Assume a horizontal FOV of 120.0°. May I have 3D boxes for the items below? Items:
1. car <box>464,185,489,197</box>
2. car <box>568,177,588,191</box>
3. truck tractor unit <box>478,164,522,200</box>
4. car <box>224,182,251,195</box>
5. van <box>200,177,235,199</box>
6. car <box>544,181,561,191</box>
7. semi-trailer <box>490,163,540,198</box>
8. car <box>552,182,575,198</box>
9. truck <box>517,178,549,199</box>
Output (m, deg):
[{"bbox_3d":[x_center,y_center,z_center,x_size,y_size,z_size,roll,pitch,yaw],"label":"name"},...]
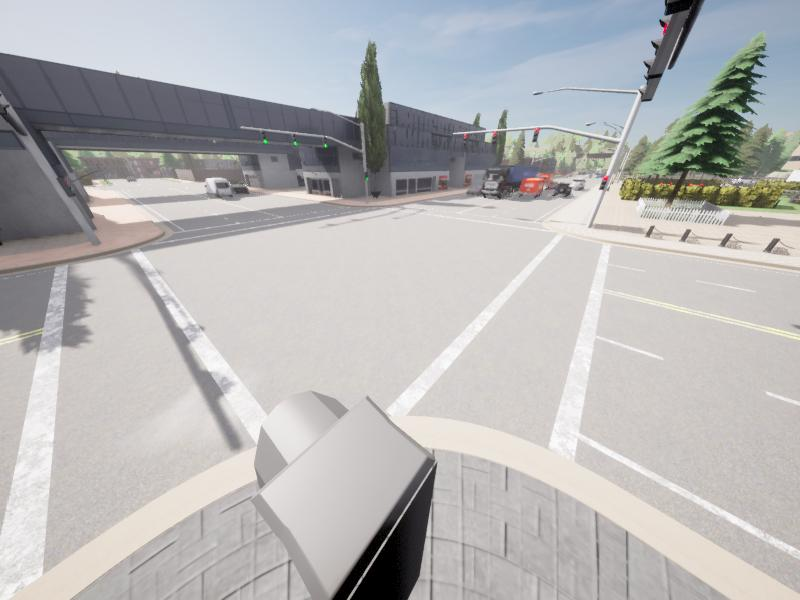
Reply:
[{"bbox_3d":[12.083,-17.162,36.362,1.994,1.385,4.181,23,37,34],"label":"car"},{"bbox_3d":[35.870,-23.454,46.581,2.150,2.045,5.566,23,37,34],"label":"car"},{"bbox_3d":[14.431,-17.076,33.353,3.053,4.208,6.516,23,37,34],"label":"truck tractor unit"},{"bbox_3d":[-27.237,-18.661,38.687,5.238,1.638,1.930,23,37,34],"label":"car"},{"bbox_3d":[-27.341,-16.803,34.571,5.915,2.561,1.988,23,37,34],"label":"van"},{"bbox_3d":[30.177,-22.560,45.552,1.845,1.501,3.633,23,37,34],"label":"car"},{"bbox_3d":[19.512,-20.188,38.556,2.717,4.402,14.254,23,37,34],"label":"semi-trailer"},{"bbox_3d":[25.188,-17.025,35.603,1.905,1.878,3.866,23,37,34],"label":"car"},{"bbox_3d":[20.182,-17.016,35.010,2.627,2.467,5.204,23,37,34],"label":"truck"}]
